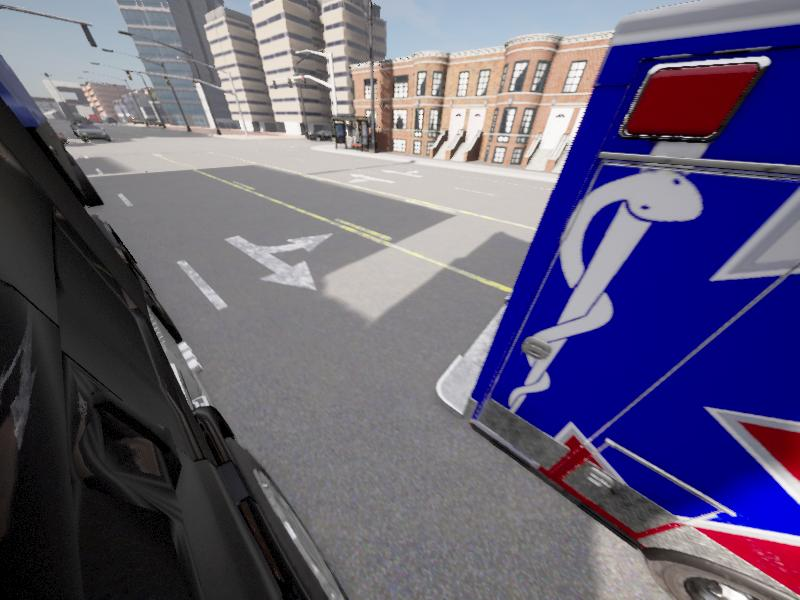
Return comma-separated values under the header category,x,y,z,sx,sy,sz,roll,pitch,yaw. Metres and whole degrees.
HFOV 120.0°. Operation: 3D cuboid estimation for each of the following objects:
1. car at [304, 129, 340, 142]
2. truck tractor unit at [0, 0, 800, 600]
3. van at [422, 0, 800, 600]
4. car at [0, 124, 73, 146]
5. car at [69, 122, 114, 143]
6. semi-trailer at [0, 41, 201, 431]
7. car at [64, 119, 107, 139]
category,x,y,z,sx,sy,sz,roll,pitch,yaw
car,-12.760,-27.011,37.952,1.930,1.638,5.238,28,43,30
truck tractor unit,-2.645,-0.295,0.352,6.516,4.208,3.053,28,44,30
van,3.441,0.935,0.561,6.366,2.431,2.351,28,43,30
car,-30.865,-13.534,18.947,4.181,1.385,1.994,-19,42,-27
car,-31.968,-17.394,23.949,4.974,1.542,2.038,28,43,30
semi-trailer,-8.704,-3.578,4.254,14.254,4.402,2.717,28,43,30
car,-37.457,-20.349,27.494,4.611,1.667,2.242,28,43,30
